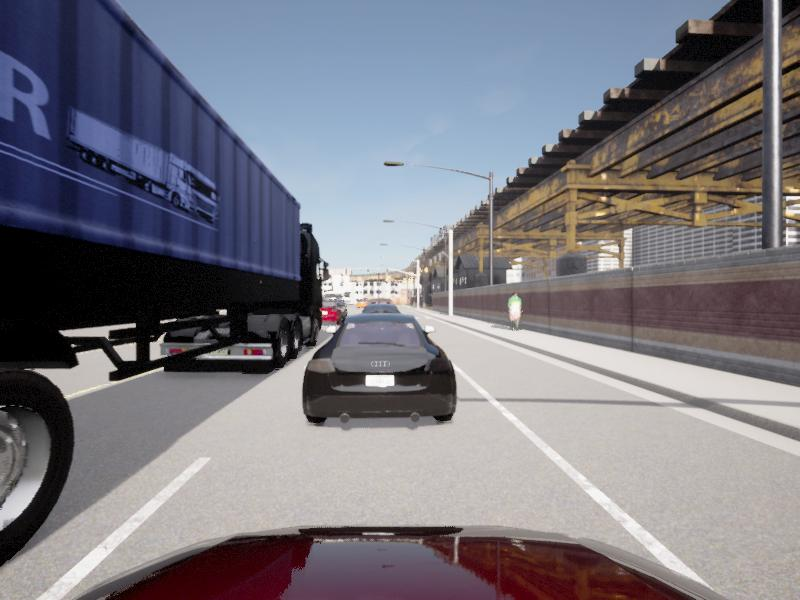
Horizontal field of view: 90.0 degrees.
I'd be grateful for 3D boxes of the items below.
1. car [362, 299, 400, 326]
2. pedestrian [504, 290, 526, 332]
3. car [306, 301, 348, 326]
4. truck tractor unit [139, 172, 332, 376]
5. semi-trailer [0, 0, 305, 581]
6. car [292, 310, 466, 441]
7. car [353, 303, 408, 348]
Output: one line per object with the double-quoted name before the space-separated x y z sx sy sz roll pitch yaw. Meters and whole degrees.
"car" -1.259 0.755 26.277 2.242 1.667 4.611 0 0 -3
"pedestrian" 5.257 0.485 18.301 0.751 1.860 0.751 0 0 -1
"car" -4.801 0.851 27.067 2.163 1.488 4.792 0 0 -3
"truck tractor unit" -3.967 -0.523 11.585 3.053 4.208 6.516 1 0 -2
"semi-trailer" -3.668 -0.620 3.670 2.717 4.402 14.254 0 0 -2
"car" -0.322 0.908 6.673 1.994 1.385 4.181 0 0 -3
"car" -0.748 0.869 15.594 1.812 1.442 4.674 0 0 -3
